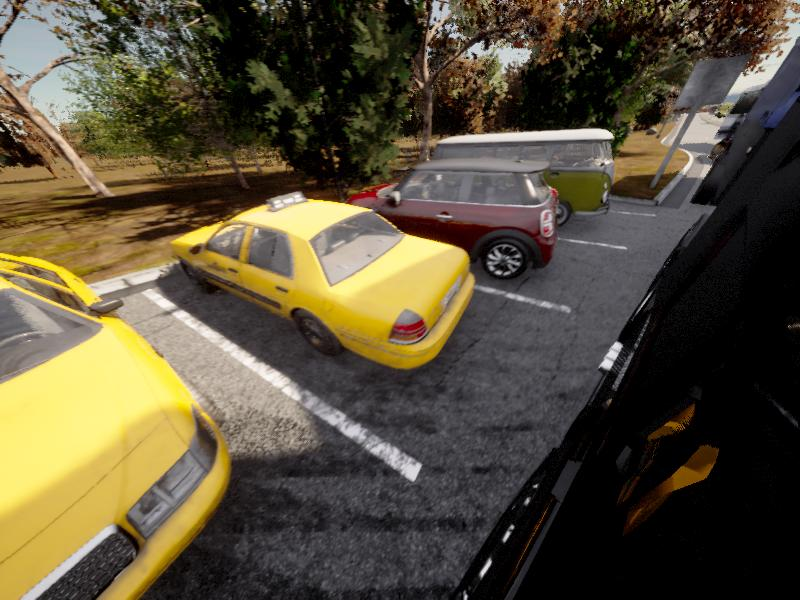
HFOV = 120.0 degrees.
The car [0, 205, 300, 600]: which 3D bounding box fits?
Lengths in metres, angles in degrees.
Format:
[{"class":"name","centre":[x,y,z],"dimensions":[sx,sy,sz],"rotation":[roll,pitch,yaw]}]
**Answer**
[{"class":"car","centre":[-3.636,0.521,1.904],"dimensions":[5.366,1.575,1.946],"rotation":[17,41,26]}]

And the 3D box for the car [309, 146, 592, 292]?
[{"class":"car","centre":[0.773,-2.019,4.828],"dimensions":[4.553,1.767,2.185],"rotation":[17,41,25]}]

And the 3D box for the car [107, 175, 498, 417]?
[{"class":"car","centre":[-1.678,-0.773,3.522],"dimensions":[5.366,1.575,1.946],"rotation":[17,41,26]}]

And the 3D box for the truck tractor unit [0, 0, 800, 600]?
[{"class":"truck tractor unit","centre":[2.645,-0.295,0.351],"dimensions":[6.516,4.208,3.053],"rotation":[-28,44,-30]}]

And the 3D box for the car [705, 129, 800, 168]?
[{"class":"car","centre":[18.343,-8.093,12.213],"dimensions":[1.994,1.385,4.181],"rotation":[27,46,34]}]

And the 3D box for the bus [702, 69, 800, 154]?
[{"class":"bus","centre":[27.209,-12.894,15.749],"dimensions":[3.944,4.253,10.273],"rotation":[13,37,26]}]

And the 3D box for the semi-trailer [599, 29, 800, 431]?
[{"class":"semi-trailer","centre":[8.631,-3.644,4.300],"dimensions":[14.254,4.402,2.717],"rotation":[-29,44,-31]}]

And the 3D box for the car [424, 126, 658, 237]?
[{"class":"car","centre":[3.099,-3.294,6.221],"dimensions":[4.442,1.987,1.878],"rotation":[17,40,25]}]
